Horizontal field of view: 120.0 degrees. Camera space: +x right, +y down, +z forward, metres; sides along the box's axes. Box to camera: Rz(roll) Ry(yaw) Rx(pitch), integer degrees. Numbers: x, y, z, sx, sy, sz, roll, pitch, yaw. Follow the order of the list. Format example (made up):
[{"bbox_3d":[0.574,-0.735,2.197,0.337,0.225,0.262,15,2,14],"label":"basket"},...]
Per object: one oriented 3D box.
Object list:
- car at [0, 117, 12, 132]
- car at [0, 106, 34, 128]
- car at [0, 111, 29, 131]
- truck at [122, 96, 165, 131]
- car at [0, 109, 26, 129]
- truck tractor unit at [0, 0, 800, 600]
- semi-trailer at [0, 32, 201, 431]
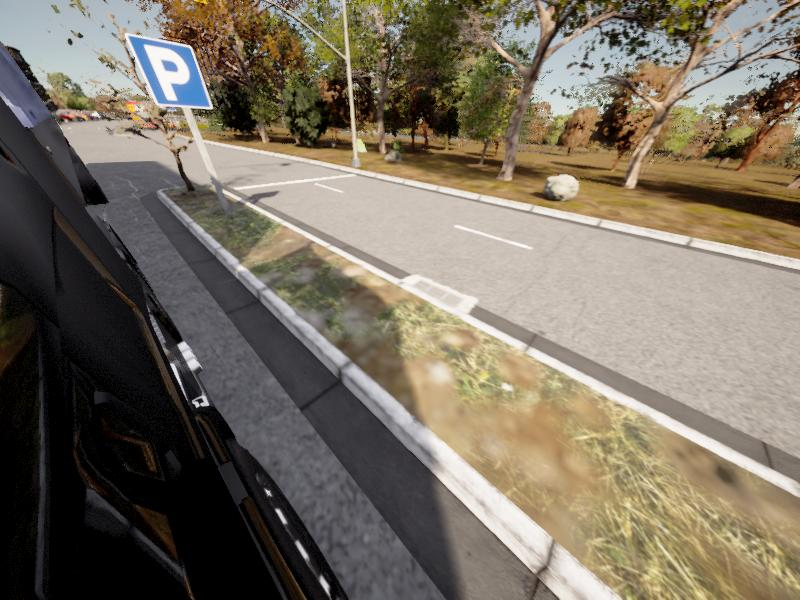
[{"bbox_3d":[-41.050,-16.543,21.407,2.163,1.488,4.792,18,40,20],"label":"car"},{"bbox_3d":[-46.959,-21.063,26.593,1.878,1.987,4.442,19,41,21],"label":"car"},{"bbox_3d":[-42.858,-18.116,23.311,1.946,1.575,5.366,18,40,20],"label":"car"},{"bbox_3d":[-40.179,-29.137,36.224,2.891,3.827,8.468,-27,46,-33],"label":"truck"},{"bbox_3d":[-44.999,-19.498,24.810,2.185,1.767,4.553,18,40,21],"label":"car"},{"bbox_3d":[-2.645,-0.295,0.352,6.516,4.208,3.053,28,44,30],"label":"truck tractor unit"},{"bbox_3d":[-8.641,-3.657,4.264,14.254,4.402,2.717,29,44,30],"label":"semi-trailer"}]
